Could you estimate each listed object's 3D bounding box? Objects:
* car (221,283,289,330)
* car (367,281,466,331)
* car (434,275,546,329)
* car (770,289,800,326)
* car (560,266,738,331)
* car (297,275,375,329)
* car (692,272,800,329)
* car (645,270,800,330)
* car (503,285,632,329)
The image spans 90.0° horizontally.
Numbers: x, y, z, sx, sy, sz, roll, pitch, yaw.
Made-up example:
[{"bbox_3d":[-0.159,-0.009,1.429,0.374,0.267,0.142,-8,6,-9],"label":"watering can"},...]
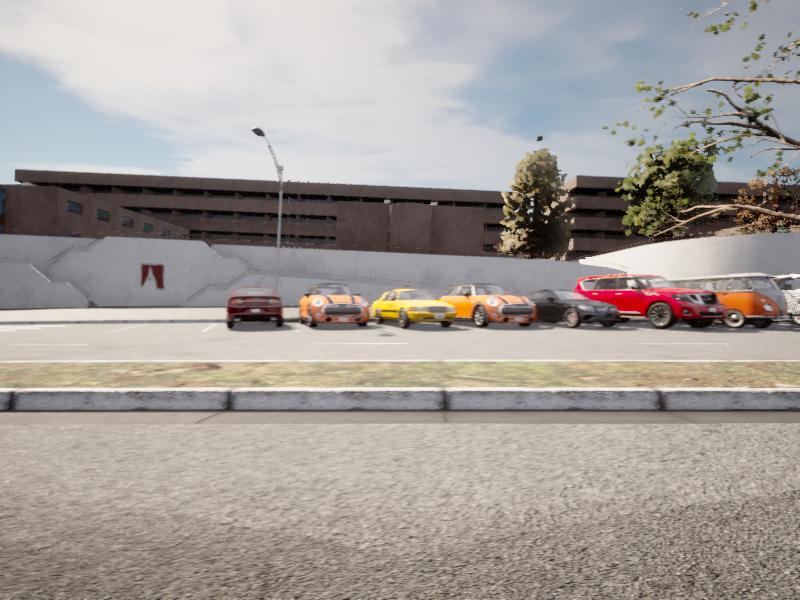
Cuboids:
[{"bbox_3d":[-5.646,0.245,15.660,2.097,1.535,5.008,0,-1,-20],"label":"car"},{"bbox_3d":[0.376,0.222,15.493,1.946,1.575,5.366,0,-1,-20],"label":"car"},{"bbox_3d":[3.273,0.105,15.695,2.185,1.767,4.553,0,-1,-20],"label":"car"},{"bbox_3d":[18.165,0.323,15.663,2.097,1.535,5.008,1,-1,-20],"label":"car"},{"bbox_3d":[9.251,-0.002,15.639,2.435,2.045,5.566,1,-1,-20],"label":"car"},{"bbox_3d":[-2.679,0.109,15.700,2.185,1.767,4.553,0,-1,-20],"label":"car"},{"bbox_3d":[15.177,0.040,15.687,2.435,2.045,5.566,0,-1,-20],"label":"car"},{"bbox_3d":[12.254,0.041,15.555,1.878,1.987,4.442,1,-1,-20],"label":"car"},{"bbox_3d":[6.258,0.275,15.665,2.002,1.452,4.674,1,-1,-20],"label":"car"}]
